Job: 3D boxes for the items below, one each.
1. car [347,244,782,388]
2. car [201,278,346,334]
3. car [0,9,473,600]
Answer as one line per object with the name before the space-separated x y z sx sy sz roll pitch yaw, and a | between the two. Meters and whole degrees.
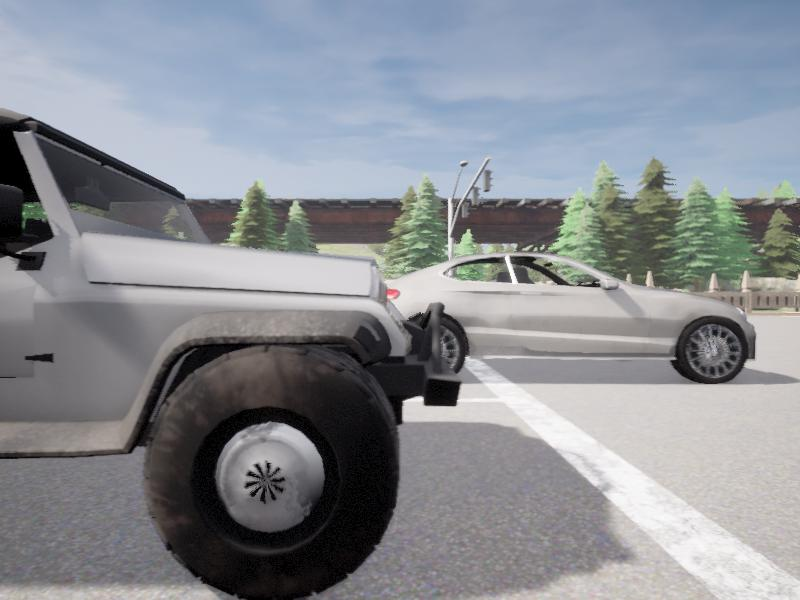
car | 1.899 0.182 5.698 5.027 1.651 2.152 0 0 0
car | -3.836 0.181 12.668 3.988 1.617 1.851 0 0 0
car | -1.711 0.044 2.197 3.866 1.878 1.905 0 0 0
